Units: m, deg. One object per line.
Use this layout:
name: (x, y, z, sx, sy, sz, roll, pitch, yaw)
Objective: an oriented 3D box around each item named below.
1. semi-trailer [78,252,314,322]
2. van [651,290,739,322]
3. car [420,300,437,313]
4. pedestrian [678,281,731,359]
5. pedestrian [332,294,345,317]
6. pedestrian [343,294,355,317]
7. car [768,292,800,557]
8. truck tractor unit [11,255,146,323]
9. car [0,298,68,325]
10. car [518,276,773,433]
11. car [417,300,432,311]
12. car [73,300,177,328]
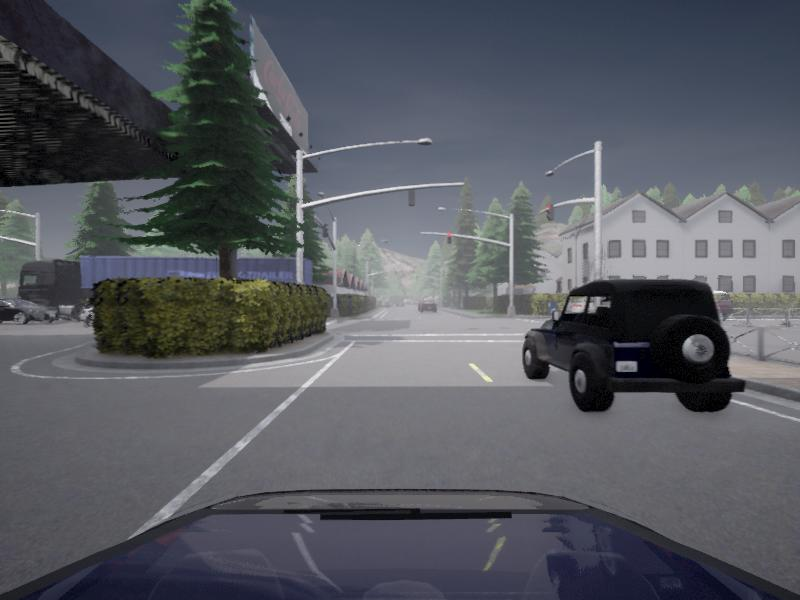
semi-trailer: (-13.156, -0.817, 26.537, 14.254, 4.402, 2.717, 0, 0, 0)
van: (19.567, 0.371, 26.679, 4.480, 2.038, 2.069, 0, 0, -5)
car: (3.538, 0.807, 50.345, 1.882, 1.535, 5.008, 0, 0, 0)
pedestrian: (7.608, 0.482, 10.014, 0.751, 1.860, 0.751, 0, 0, -1)
pedestrian: (-5.098, 0.474, 33.288, 0.751, 1.860, 0.751, 0, 0, 23)
pedestrian: (-4.194, 0.475, 32.966, 0.751, 1.860, 0.751, 0, 0, 11)
car: (3.501, 0.778, 0.269, 2.033, 1.649, 4.856, 0, 0, 0)
truck tractor unit: (-21.067, -0.718, 26.521, 6.516, 4.208, 3.053, 0, 0, 0)
car: (-22.455, 0.637, 23.006, 4.902, 1.511, 2.128, 0, 0, 0)
car: (3.507, 0.644, 6.722, 1.905, 1.878, 3.866, 0, 0, 0)
car: (3.543, 0.805, 57.728, 1.882, 1.535, 5.008, 0, 0, 0)
car: (-15.707, 0.765, 23.020, 4.674, 1.442, 1.812, -1, 1, 0)
